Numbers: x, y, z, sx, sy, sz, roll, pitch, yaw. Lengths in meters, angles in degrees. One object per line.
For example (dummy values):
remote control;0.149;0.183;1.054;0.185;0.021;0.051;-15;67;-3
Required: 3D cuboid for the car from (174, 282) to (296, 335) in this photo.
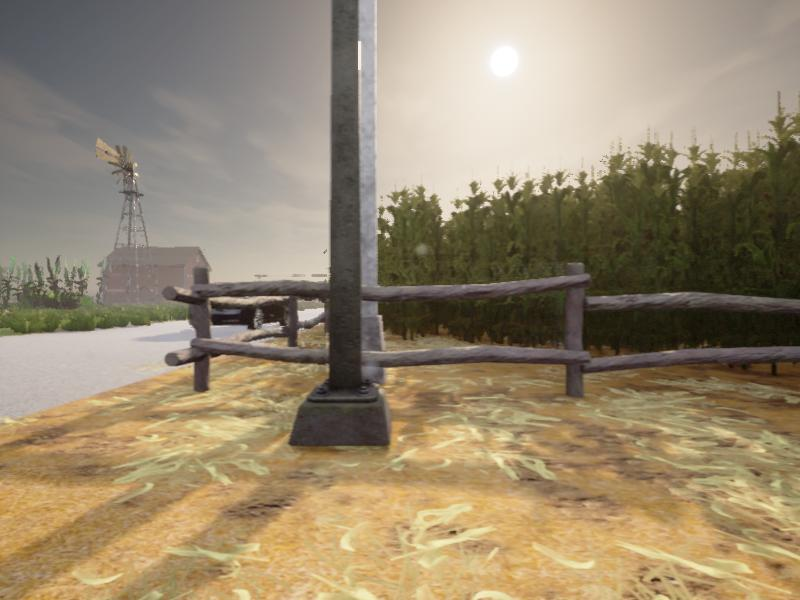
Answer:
car;-5.281;0.240;13.686;2.163;1.488;4.792;0;0;1
